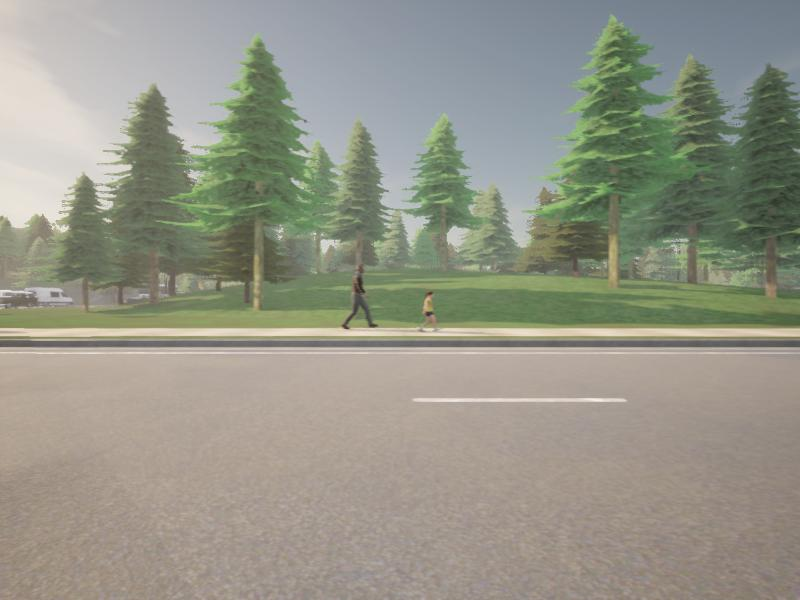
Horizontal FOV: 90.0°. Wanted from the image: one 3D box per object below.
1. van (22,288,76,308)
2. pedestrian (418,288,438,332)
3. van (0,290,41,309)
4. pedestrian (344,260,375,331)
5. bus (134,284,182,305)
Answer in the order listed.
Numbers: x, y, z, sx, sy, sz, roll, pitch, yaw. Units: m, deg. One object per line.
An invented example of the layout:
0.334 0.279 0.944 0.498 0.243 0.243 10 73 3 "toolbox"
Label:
-47.440 -0.303 54.272 1.988 2.561 5.915 0 0 1 "van"
0.708 0.253 10.169 0.500 1.100 0.500 0 0 5 "pedestrian"
-44.035 -0.031 45.617 2.069 2.038 4.480 0 0 0 "van"
-1.089 -0.127 10.820 0.751 1.860 0.751 0 0 1 "pedestrian"
-50.749 -1.142 84.436 3.944 4.253 10.273 0 0 1 "bus"
